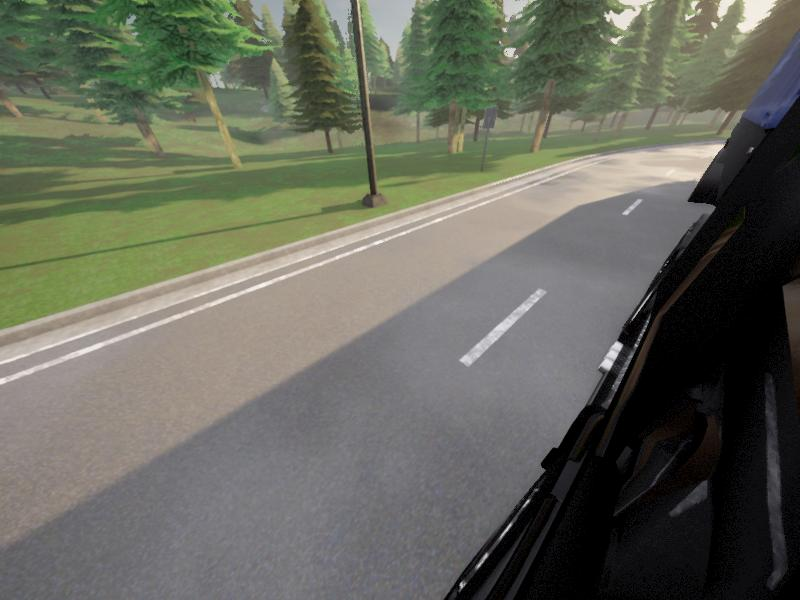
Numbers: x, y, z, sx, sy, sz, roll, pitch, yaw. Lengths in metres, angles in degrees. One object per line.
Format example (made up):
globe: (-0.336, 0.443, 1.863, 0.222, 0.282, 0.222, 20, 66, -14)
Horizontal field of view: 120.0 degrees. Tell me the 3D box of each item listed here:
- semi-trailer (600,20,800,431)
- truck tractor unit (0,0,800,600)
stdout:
semi-trailer: (8.589, -3.689, 4.315, 14.254, 4.402, 2.717, -30, 44, -31)
truck tractor unit: (2.645, -0.295, 0.352, 6.516, 4.208, 3.053, -28, 44, -30)
